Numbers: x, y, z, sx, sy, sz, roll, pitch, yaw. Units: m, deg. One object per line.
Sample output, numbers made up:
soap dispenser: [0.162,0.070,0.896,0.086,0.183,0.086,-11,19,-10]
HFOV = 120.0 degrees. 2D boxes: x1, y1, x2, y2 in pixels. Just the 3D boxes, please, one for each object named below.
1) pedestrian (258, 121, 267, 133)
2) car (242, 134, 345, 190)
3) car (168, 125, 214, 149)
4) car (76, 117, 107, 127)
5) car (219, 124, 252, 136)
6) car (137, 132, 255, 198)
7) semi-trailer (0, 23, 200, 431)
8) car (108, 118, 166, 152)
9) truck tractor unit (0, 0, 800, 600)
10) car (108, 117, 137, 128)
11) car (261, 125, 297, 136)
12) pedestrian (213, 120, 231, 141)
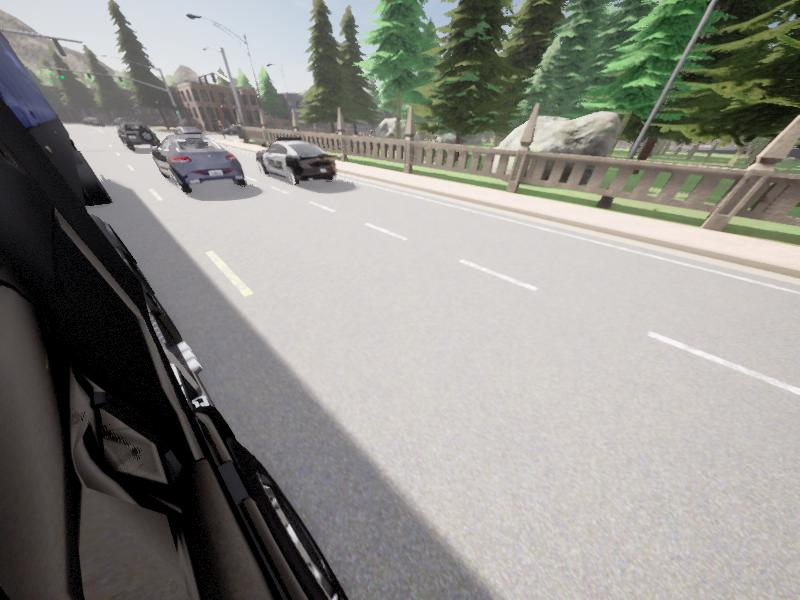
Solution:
pedestrian: [-27.231,-34.155,45.716,0.751,1.860,0.751,22,41,24]
car: [-5.044,-6.619,10.794,5.238,1.638,1.930,30,45,32]
car: [-19.228,-14.980,21.202,2.128,1.511,4.902,-29,47,-35]
car: [-62.035,-35.851,46.493,4.792,1.488,2.163,18,40,20]
car: [-27.177,-28.163,38.340,1.970,1.475,3.806,30,45,32]
car: [-8.248,-5.623,9.288,5.027,1.651,2.152,30,45,32]
semi-trailer: [-8.608,-3.662,4.319,14.254,4.402,2.717,29,44,31]
car: [-20.645,-12.975,18.141,4.605,1.855,1.932,30,44,31]
truck tractor unit: [-2.645,-0.295,0.351,6.516,4.208,3.053,28,44,30]
car: [-57.285,-36.535,47.643,4.611,1.667,2.242,21,40,22]
car: [-22.283,-31.235,42.648,1.801,1.575,5.366,30,45,32]
pedestrian: [-20.464,-19.471,26.534,0.751,1.860,0.751,14,38,15]
